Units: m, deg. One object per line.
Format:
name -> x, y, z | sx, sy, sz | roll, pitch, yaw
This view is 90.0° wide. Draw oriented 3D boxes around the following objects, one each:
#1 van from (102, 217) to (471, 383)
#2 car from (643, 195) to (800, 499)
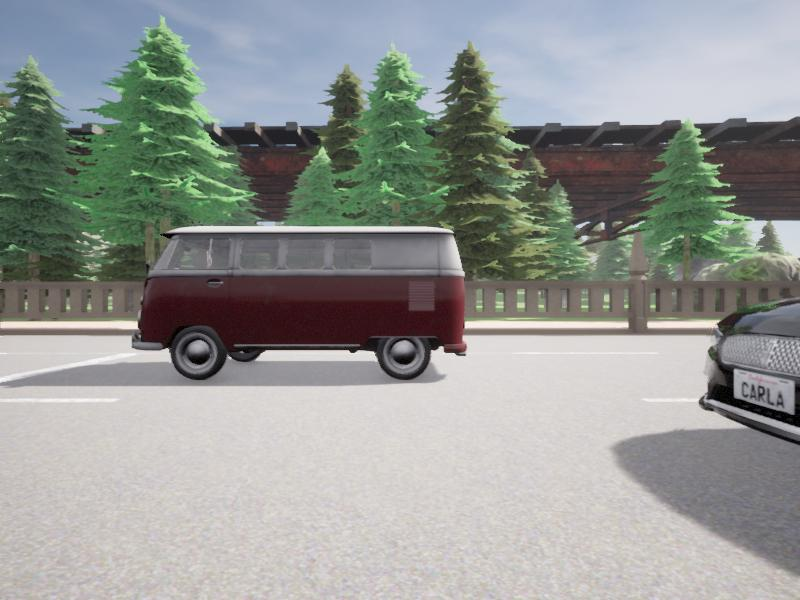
van -> -1.367, 0.000, 5.701 | 4.442, 1.987, 1.775 | 0, 0, 0
car -> 4.434, 0.233, 2.199 | 4.902, 1.511, 2.128 | 0, 0, 0
